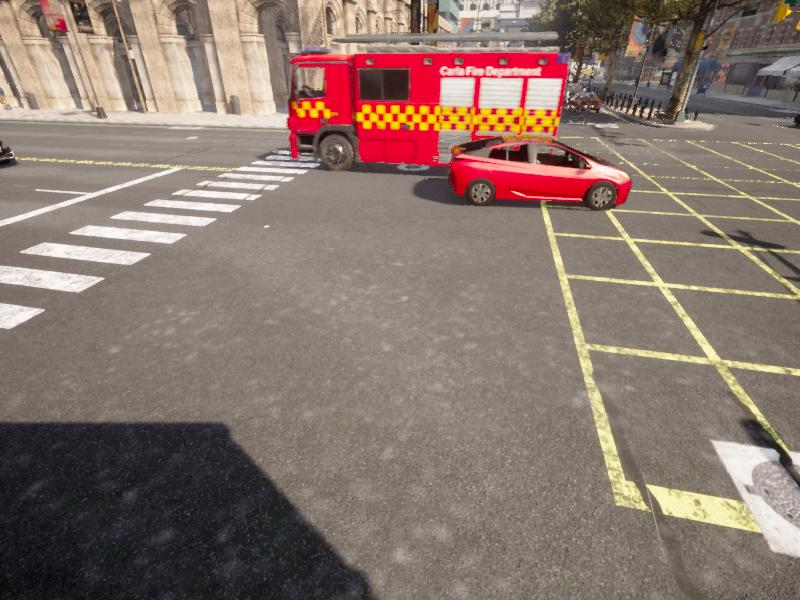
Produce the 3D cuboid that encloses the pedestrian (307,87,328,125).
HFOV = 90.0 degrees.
[{"bbox_3d":[-4.580,-10.850,22.406,0.751,1.860,0.751,6,31,10],"label":"pedestrian"}]

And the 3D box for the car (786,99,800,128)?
[{"bbox_3d":[23.755,-9.767,21.331,1.812,1.442,4.674,0,30,1],"label":"car"}]

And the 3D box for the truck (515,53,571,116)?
[{"bbox_3d":[10.813,-16.895,31.170,2.891,3.827,8.468,6,31,11],"label":"truck"}]

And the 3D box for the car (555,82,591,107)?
[{"bbox_3d":[15.615,-18.742,36.350,2.097,1.767,4.553,6,31,11],"label":"car"}]

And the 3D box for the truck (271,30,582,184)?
[{"bbox_3d":[0.719,-6.268,12.962,8.468,3.827,2.891,6,31,11],"label":"truck"}]

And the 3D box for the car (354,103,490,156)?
[{"bbox_3d":[0.943,-7.103,16.558,5.238,1.638,1.930,6,31,10],"label":"car"}]

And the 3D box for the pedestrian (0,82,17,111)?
[{"bbox_3d":[-29.377,-14.991,29.483,0.751,1.860,0.751,2,30,4],"label":"pedestrian"}]

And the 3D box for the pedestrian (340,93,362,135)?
[{"bbox_3d":[-2.473,-9.455,20.320,0.751,1.860,0.751,12,32,20],"label":"pedestrian"}]

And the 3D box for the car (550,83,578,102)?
[{"bbox_3d":[16.913,-21.521,41.426,1.970,1.475,3.806,7,31,11],"label":"car"}]

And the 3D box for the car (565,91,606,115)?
[{"bbox_3d":[14.102,-15.122,30.644,1.895,1.301,4.718,6,31,11],"label":"car"}]

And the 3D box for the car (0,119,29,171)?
[{"bbox_3d":[-15.829,-5.279,13.570,4.892,1.490,1.837,6,31,11],"label":"car"}]

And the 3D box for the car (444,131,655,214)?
[{"bbox_3d":[3.461,-3.339,10.228,4.514,1.525,2.007,3,30,6],"label":"car"}]
